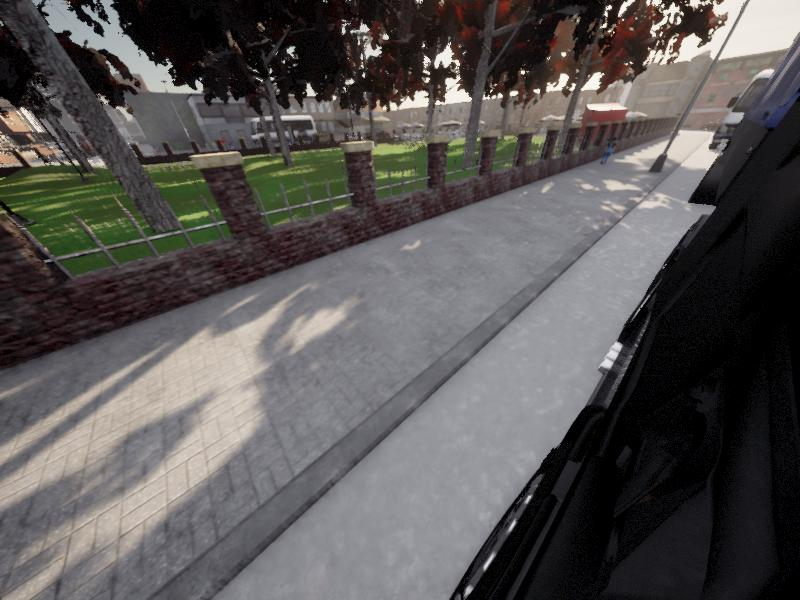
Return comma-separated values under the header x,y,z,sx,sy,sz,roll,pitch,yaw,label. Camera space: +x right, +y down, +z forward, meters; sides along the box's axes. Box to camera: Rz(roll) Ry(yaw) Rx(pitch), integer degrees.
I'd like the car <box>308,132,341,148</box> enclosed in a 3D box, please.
x,y,z,sx,sy,sz,roll,pitch,yaw,label
-12.607,-27.111,39.000,4.605,1.855,1.932,-31,45,-31,car

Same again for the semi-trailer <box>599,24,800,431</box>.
x,y,z,sx,sy,sz,roll,pitch,yaw,label
8.607,-3.672,4.307,14.254,4.402,2.717,-29,44,-31,semi-trailer

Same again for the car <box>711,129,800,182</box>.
x,y,z,sx,sy,sz,roll,pitch,yaw,label
15.886,-6.530,10.169,5.357,1.411,2.033,-30,45,-31,car

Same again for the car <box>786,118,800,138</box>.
x,y,z,sx,sy,sz,roll,pitch,yaw,label
37.267,-15.741,20.638,3.866,1.878,1.905,-30,45,-32,car

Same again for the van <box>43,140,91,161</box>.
x,y,z,sx,sy,sz,roll,pitch,yaw,label
-52.104,-23.568,36.356,2.351,2.431,6.366,-27,43,-29,van

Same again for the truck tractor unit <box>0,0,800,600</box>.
x,y,z,sx,sy,sz,roll,pitch,yaw,label
2.645,-0.295,0.351,6.516,4.208,3.053,-28,44,-30,truck tractor unit

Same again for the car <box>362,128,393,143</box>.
x,y,z,sx,sy,sz,roll,pitch,yaw,label
-4.276,-31.725,44.460,5.566,2.045,2.150,-31,45,-32,car

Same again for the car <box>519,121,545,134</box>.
x,y,z,sx,sy,sz,roll,pitch,yaw,label
26.731,-35.023,46.987,1.905,1.878,3.866,-29,44,-30,car

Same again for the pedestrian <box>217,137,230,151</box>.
x,y,z,sx,sy,sz,roll,pitch,yaw,label
-28.448,-25.199,37.268,0.751,1.860,0.751,20,42,27,pedestrian

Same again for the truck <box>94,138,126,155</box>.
x,y,z,sx,sy,sz,roll,pitch,yaw,label
-57.312,-30.439,45.799,2.627,2.467,5.204,-29,44,-31,truck

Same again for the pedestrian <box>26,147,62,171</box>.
x,y,z,sx,sy,sz,roll,pitch,yaw,label
-33.003,-13.100,21.450,0.751,1.860,0.751,-21,40,-22,pedestrian

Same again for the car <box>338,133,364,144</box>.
x,y,z,sx,sy,sz,roll,pitch,yaw,label
-9.576,-31.835,45.449,4.674,1.442,1.812,-28,44,-30,car

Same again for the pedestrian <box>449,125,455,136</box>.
x,y,z,sx,sy,sz,roll,pitch,yaw,label
10.980,-35.981,49.072,0.751,1.860,0.751,-28,43,-29,pedestrian

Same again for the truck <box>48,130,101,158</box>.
x,y,z,sx,sy,sz,roll,pitch,yaw,label
-59.296,-28.656,42.429,2.891,3.827,8.468,-28,44,-30,truck

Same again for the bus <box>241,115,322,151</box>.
x,y,z,sx,sy,sz,roll,pitch,yaw,label
-19.051,-27.564,38.030,10.273,4.253,3.944,-29,44,-30,bus

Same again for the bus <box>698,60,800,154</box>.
x,y,z,sx,sy,sz,roll,pitch,yaw,label
25.913,-13.314,16.171,10.273,4.253,3.944,-28,44,-30,bus

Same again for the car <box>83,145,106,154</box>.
x,y,z,sx,sy,sz,roll,pitch,yaw,label
-69.011,-34.109,52.244,2.128,1.511,4.902,-29,44,-30,car

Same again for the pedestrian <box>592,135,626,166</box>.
x,y,z,sx,sy,sz,roll,pitch,yaw,label
10.859,-7.775,12.008,0.751,1.300,0.751,-31,45,-32,pedestrian
